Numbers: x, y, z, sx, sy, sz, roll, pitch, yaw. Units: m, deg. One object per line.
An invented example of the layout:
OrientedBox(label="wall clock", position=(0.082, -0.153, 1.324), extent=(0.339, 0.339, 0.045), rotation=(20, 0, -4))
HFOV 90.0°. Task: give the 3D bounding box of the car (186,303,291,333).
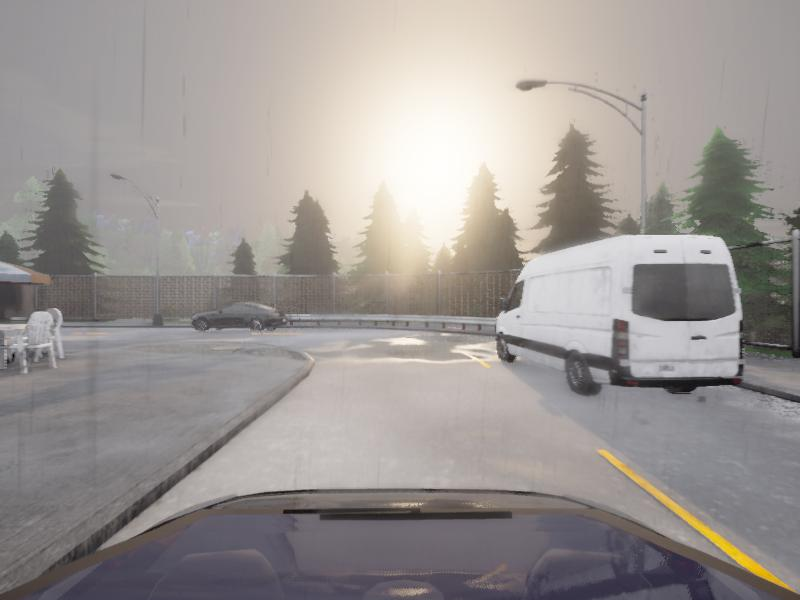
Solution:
OrientedBox(label="car", position=(-8.163, 0.865, 20.422), extent=(4.674, 1.442, 1.812), rotation=(0, 0, 5))

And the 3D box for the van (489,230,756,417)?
OrientedBox(label="van", position=(3.783, 0.320, 8.507), extent=(1.988, 2.561, 5.915), rotation=(0, 0, -5))
